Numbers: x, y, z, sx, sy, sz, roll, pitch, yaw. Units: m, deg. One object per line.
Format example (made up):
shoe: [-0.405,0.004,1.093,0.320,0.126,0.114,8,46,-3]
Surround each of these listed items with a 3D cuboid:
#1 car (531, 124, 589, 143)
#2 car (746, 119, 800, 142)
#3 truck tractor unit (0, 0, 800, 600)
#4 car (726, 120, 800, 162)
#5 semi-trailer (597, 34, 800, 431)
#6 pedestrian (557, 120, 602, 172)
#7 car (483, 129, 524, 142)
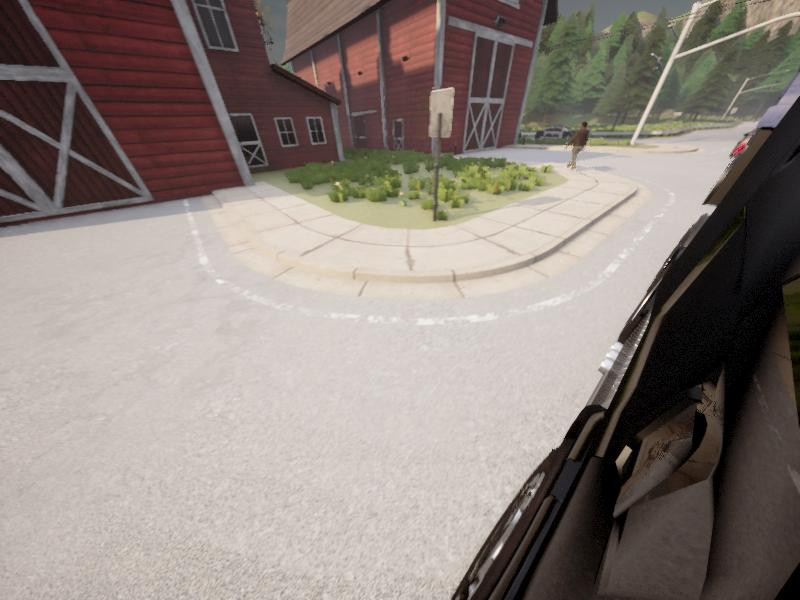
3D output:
car: [19.163,-20.136,27.933,1.930,1.638,5.238,-27,44,-29]
car: [33.546,-15.076,20.506,1.816,1.474,4.193,21,43,28]
truck tractor unit: [2.645,-0.295,0.351,6.516,4.208,3.053,-28,44,-30]
car: [21.317,-9.253,13.300,4.611,1.667,2.242,-28,44,-30]
semi-trailer: [8.763,-3.553,4.172,14.254,4.402,2.717,-27,43,-29]
pedestrian: [7.965,-6.860,10.344,0.751,1.860,0.751,2,37,6]
car: [14.529,-23.304,32.691,1.895,1.301,4.718,-27,44,-29]
